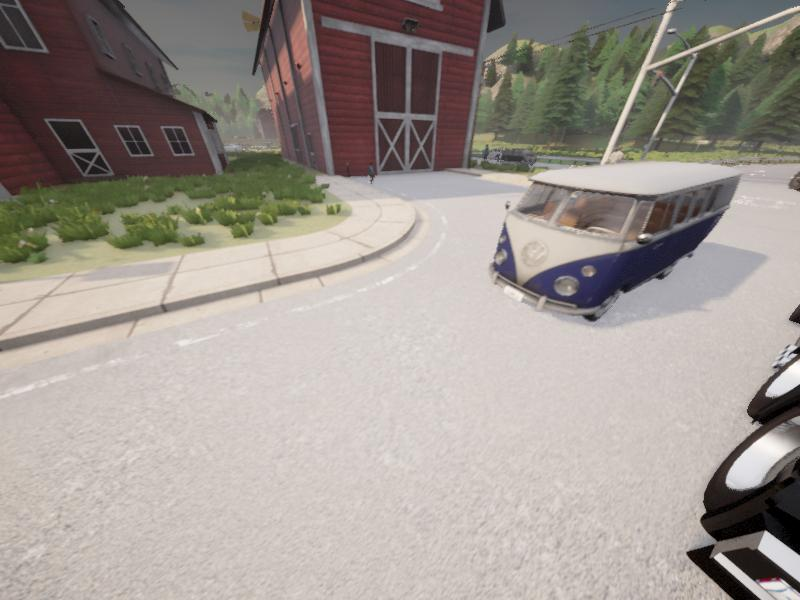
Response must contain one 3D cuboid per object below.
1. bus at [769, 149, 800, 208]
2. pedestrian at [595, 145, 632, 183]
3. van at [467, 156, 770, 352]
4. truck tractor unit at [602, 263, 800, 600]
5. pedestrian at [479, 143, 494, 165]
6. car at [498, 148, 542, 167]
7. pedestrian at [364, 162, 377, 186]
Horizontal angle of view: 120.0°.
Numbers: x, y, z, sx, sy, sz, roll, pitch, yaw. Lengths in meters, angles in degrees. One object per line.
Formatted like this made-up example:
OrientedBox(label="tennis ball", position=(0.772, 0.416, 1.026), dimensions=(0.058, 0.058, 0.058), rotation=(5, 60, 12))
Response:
OrientedBox(label="bus", position=(20.785, -6.141, 9.284), dimensions=(10.273, 4.253, 3.944), rotation=(-27, 44, -34))
OrientedBox(label="pedestrian", position=(12.587, -8.028, 13.674), dimensions=(0.751, 1.860, 0.751), rotation=(-21, 40, -28))
OrientedBox(label="van", position=(3.612, -1.211, 4.022), dimensions=(4.442, 1.987, 1.775), rotation=(-18, 39, -24))
OrientedBox(label="truck tractor unit", position=(5.108, -0.304, 0.785), dimensions=(6.516, 4.208, 3.053), rotation=(-18, 39, -24))
OrientedBox(label="pedestrian", position=(9.019, -15.298, 24.165), dimensions=(0.751, 1.860, 0.751), rotation=(-17, 39, -24))
OrientedBox(label="car", position=(13.045, -15.661, 25.295), dimensions=(1.789, 1.549, 3.705), rotation=(-17, 39, -24))
OrientedBox(label="pedestrian", position=(-1.641, -7.052, 12.904), dimensions=(0.500, 1.100, 0.500), rotation=(-18, 39, -24))
